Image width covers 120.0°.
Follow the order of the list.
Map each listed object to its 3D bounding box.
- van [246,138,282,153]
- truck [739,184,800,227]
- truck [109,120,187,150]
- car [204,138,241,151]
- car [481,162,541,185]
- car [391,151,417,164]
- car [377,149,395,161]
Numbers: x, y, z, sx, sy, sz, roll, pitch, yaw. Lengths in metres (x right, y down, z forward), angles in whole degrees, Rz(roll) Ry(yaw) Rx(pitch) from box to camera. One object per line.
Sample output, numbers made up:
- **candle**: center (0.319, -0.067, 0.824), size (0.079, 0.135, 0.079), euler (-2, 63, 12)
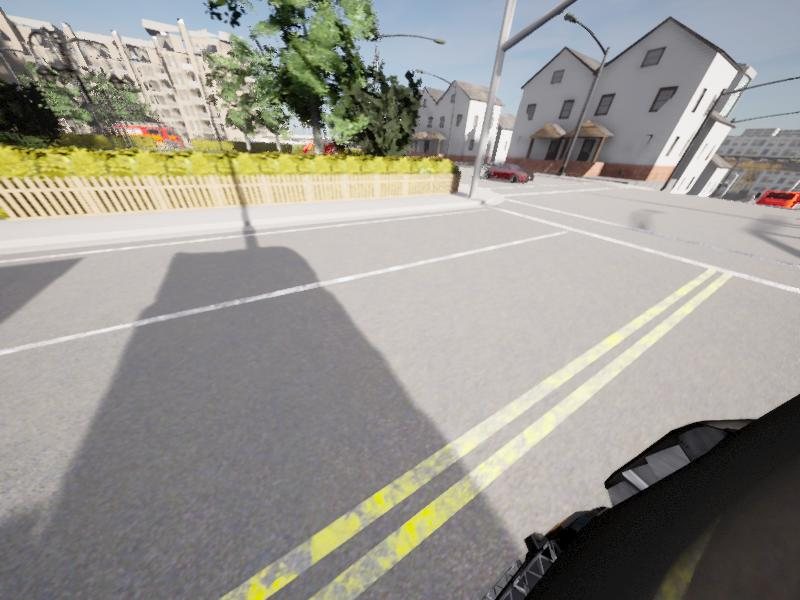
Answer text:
- **van**: center (-29.743, -33.994, 50.735), size (6.366, 2.431, 2.351), euler (-15, 38, -25)
- **truck**: center (34.993, -8.730, 21.673), size (5.204, 2.467, 2.627), euler (-3, 31, -34)
- **truck**: center (-45.845, -30.256, 42.597), size (8.468, 3.827, 2.891), euler (-14, 37, -24)
- **car**: center (-36.347, -32.044, 47.633), size (5.566, 2.045, 2.150), euler (-15, 38, -25)
- **car**: center (9.644, -11.220, 20.381), size (1.994, 1.385, 4.181), euler (-19, 39, -29)
- **car**: center (0.510, -24.117, 38.978), size (2.038, 1.542, 4.974), euler (-16, 38, -26)
- **car**: center (-2.714, -27.380, 43.582), size (1.851, 1.617, 3.988), euler (-16, 38, -26)
